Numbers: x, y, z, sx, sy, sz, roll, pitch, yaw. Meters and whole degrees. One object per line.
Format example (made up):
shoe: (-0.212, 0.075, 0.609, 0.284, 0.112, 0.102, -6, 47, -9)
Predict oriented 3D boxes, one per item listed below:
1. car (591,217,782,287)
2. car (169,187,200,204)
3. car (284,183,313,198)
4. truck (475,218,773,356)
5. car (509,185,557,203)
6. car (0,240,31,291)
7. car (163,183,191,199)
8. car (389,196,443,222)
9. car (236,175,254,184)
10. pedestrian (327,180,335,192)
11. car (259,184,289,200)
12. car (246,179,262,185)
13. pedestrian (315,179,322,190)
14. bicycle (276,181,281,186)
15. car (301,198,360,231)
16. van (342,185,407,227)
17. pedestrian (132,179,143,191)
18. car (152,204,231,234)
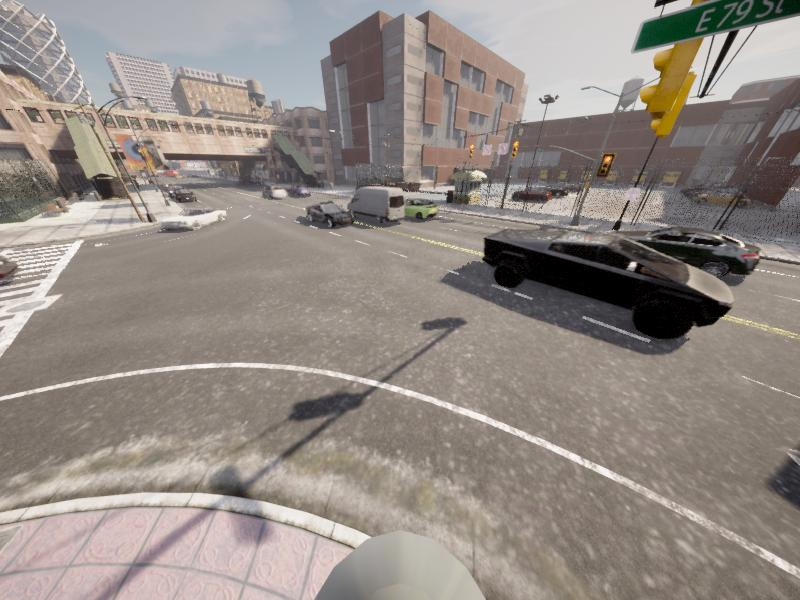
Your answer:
car: (12.496, -2.500, 10.714, 2.152, 1.651, 5.027, -23, 37, -34)
car: (-28.751, -14.010, 30.735, 2.097, 1.535, 5.008, -27, 39, -38)
car: (-15.735, -17.002, 35.825, 2.033, 1.649, 4.856, -26, 39, -37)
truck: (6.134, -1.093, 7.799, 2.390, 2.098, 6.274, -25, 38, -36)
car: (17.025, -13.733, 29.804, 2.185, 1.767, 4.553, -27, 39, -38)
car: (-17.284, -0.504, 7.484, 2.033, 1.411, 5.357, 26, 39, 37)
car: (-33.366, -16.355, 34.546, 2.185, 1.767, 4.553, -27, 39, -38)
car: (1.327, -8.300, 20.854, 2.007, 1.525, 4.514, -26, 39, -37)
car: (-42.132, -32.797, 62.773, 2.435, 2.045, 5.566, -27, 39, -38)
pedestrian: (-11.875, -19.736, 39.976, 0.751, 1.860, 0.751, 19, 35, 30)
car: (-18.587, -15.968, 33.992, 2.242, 1.667, 4.611, -26, 39, -37)
car: (-36.902, -29.865, 58.427, 1.895, 1.301, 4.718, -27, 39, -38)
pedestrian: (-15.200, -21.580, 43.170, 0.751, 1.860, 0.751, 23, 37, 34)
bicycle: (-27.647, -26.484, 52.524, 1.643, 1.024, 0.373, 27, 29, 38)
car: (-5.613, -6.897, 18.310, 1.930, 1.638, 5.238, -26, 39, -37)
van: (-2.228, -8.059, 19.424, 1.988, 2.561, 5.915, -26, 39, -37)
pedestrian: (-46.972, -20.521, 41.336, 0.751, 1.860, 0.751, -26, 39, -37)
car: (-15.503, -6.302, 17.625, 1.895, 1.301, 4.718, -2, 30, -3)
